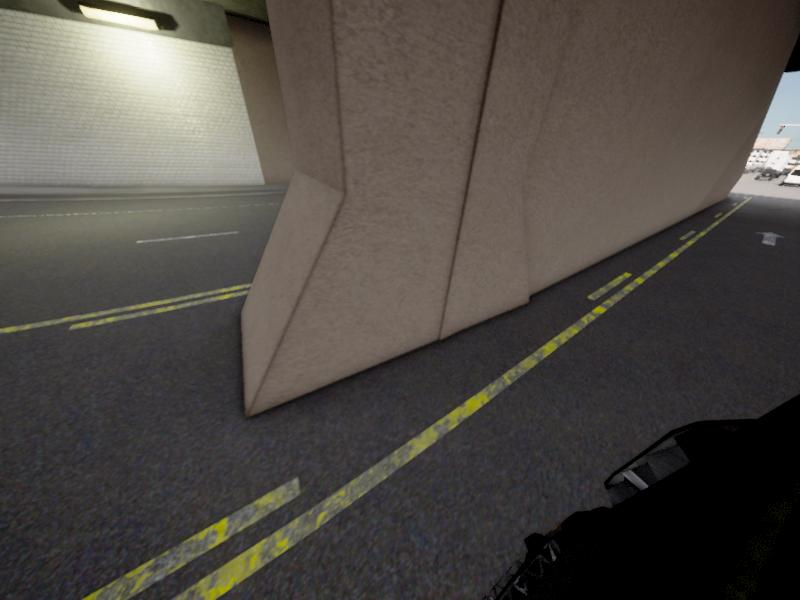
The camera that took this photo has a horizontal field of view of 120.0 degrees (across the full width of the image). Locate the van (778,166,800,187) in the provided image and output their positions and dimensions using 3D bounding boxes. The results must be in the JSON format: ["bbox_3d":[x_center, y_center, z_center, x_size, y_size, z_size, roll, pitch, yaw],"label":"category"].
[{"bbox_3d":[58.799,-18.222,34.010,5.915,2.561,1.988,-18,39,-28],"label":"van"}]

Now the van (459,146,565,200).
[{"bbox_3d":[6.958,-7.912,14.316,6.366,2.431,2.351,-19,39,-29],"label":"van"}]

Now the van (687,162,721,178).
[{"bbox_3d":[58.199,-24.916,44.187,6.366,2.431,2.351,-18,39,-29],"label":"van"}]

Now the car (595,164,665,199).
[{"bbox_3d":[16.593,-8.603,16.647,4.605,1.855,1.932,-18,39,-30],"label":"car"}]
